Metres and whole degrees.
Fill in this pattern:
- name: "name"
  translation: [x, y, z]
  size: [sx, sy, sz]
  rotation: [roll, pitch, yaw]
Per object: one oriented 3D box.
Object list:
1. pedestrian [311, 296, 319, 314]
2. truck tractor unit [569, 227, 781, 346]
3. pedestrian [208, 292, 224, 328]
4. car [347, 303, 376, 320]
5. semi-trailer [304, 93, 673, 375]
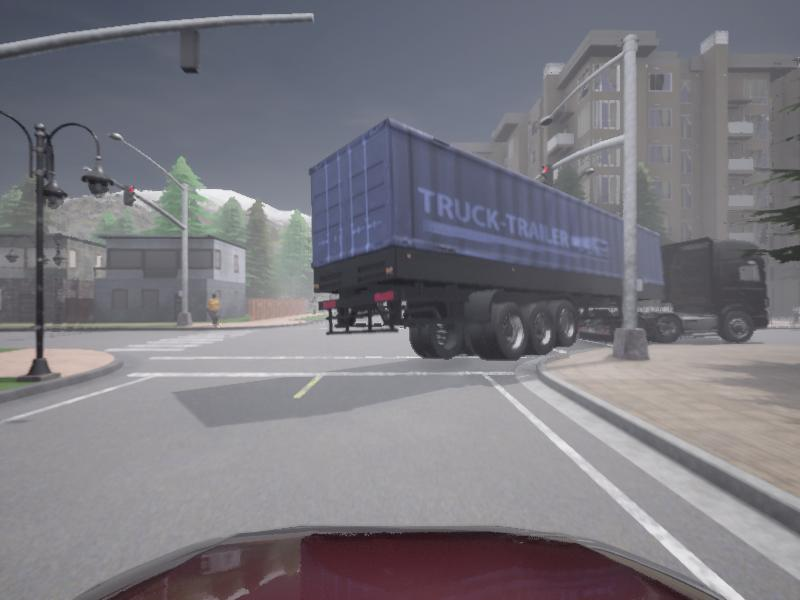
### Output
- name: "pedestrian"
  translation: [-9.418, 0.545, 44.156]
  size: [0.751, 1.860, 0.751]
  rotation: [0, 0, -18]
- name: "truck tractor unit"
  translation: [10.687, -0.485, 16.007]
  size: [6.516, 4.208, 3.053]
  rotation: [0, 0, -5]
- name: "pedestrian"
  translation: [-9.784, 0.525, 21.217]
  size: [0.751, 1.860, 0.751]
  rotation: [0, 0, -26]
- name: "car"
  translation: [-3.247, 0.943, 34.867]
  size: [2.033, 1.411, 5.357]
  rotation: [0, 0, 1]
- name: "semi-trailer"
  translation: [4.286, -0.753, 11.899]
  size: [14.254, 4.402, 2.717]
  rotation: [2, -7, -42]
